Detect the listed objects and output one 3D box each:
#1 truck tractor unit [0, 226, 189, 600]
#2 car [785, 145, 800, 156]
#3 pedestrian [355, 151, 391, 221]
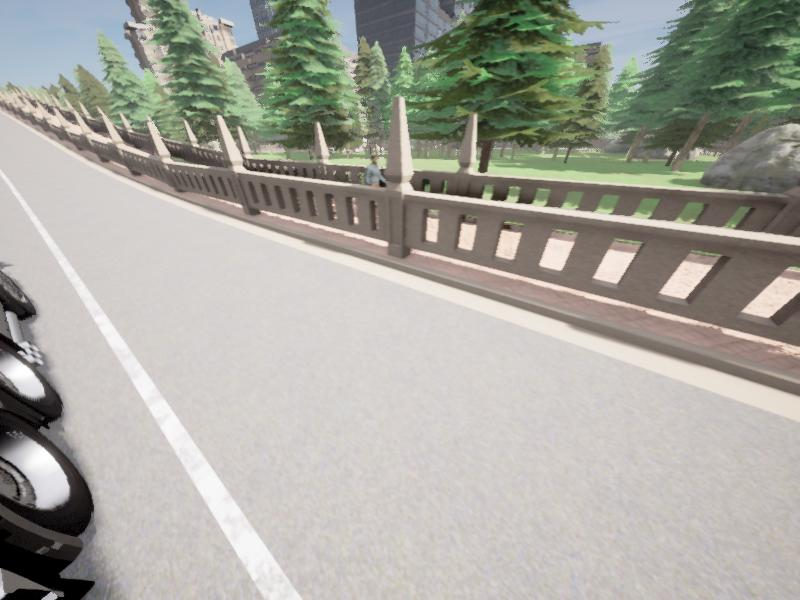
[{"bbox_3d":[-5.046,-0.362,0.868,6.516,4.208,3.053,21,40,27],"label":"truck tractor unit"},{"bbox_3d":[68.328,-25.209,38.841,1.837,1.490,4.892,21,40,28],"label":"car"},{"bbox_3d":[-0.799,-3.552,7.239,0.751,1.860,0.751,11,36,16],"label":"pedestrian"}]
